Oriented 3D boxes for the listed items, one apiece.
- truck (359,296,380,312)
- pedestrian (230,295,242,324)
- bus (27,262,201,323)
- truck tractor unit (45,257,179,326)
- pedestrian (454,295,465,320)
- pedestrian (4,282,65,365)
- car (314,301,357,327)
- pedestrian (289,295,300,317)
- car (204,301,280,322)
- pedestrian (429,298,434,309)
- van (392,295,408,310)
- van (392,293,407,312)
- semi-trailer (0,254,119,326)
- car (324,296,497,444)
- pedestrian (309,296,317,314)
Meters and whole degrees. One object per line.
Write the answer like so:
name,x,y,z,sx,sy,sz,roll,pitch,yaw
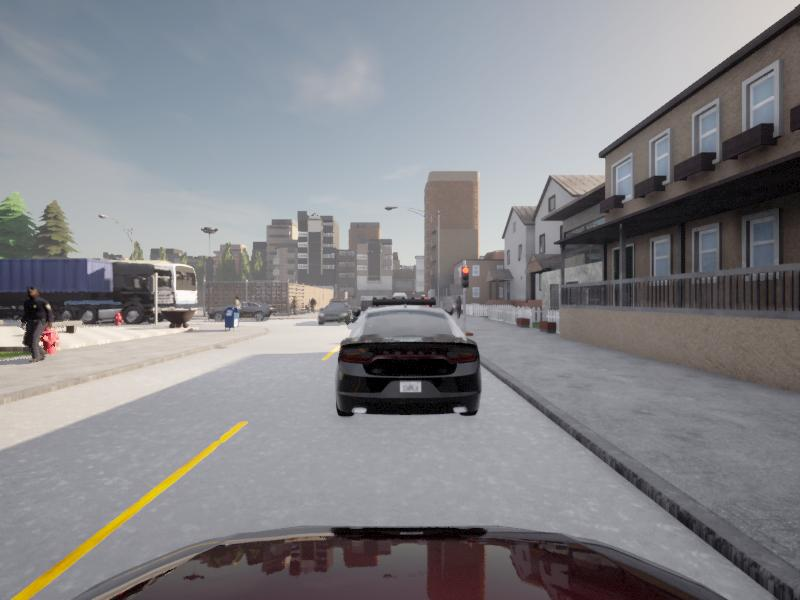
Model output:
truck,-4.104,0.542,55.455,2.390,2.098,6.274,0,0,0
pedestrian,-10.752,0.637,26.251,0.751,1.860,0.751,0,0,-21
bus,-20.892,-0.534,29.798,10.273,4.253,3.944,0,0,1
truck tractor unit,-18.444,-0.509,26.005,6.516,4.208,3.053,0,0,-1
pedestrian,4.365,0.533,29.472,0.751,1.860,0.751,0,0,4
pedestrian,-8.523,0.525,9.364,0.751,1.860,0.751,0,0,-1
car,-4.075,0.826,26.246,2.038,1.542,4.974,0,0,0
pedestrian,-9.336,0.534,35.540,0.751,1.860,0.751,0,0,5
car,-11.787,0.836,30.087,4.902,1.511,2.128,0,0,-4
pedestrian,5.229,0.524,67.340,0.751,1.860,0.751,0,0,-1
van,-0.048,0.378,65.604,2.351,2.431,6.366,0,0,-1
van,-0.076,0.322,57.479,1.988,2.561,5.915,0,0,-1
semi-trailer,-26.358,-0.618,25.914,14.254,4.402,2.717,0,0,-1
car,0.062,0.771,7.066,1.930,1.638,5.238,0,0,-1
pedestrian,-9.368,0.534,43.084,0.751,1.860,0.751,0,0,0
